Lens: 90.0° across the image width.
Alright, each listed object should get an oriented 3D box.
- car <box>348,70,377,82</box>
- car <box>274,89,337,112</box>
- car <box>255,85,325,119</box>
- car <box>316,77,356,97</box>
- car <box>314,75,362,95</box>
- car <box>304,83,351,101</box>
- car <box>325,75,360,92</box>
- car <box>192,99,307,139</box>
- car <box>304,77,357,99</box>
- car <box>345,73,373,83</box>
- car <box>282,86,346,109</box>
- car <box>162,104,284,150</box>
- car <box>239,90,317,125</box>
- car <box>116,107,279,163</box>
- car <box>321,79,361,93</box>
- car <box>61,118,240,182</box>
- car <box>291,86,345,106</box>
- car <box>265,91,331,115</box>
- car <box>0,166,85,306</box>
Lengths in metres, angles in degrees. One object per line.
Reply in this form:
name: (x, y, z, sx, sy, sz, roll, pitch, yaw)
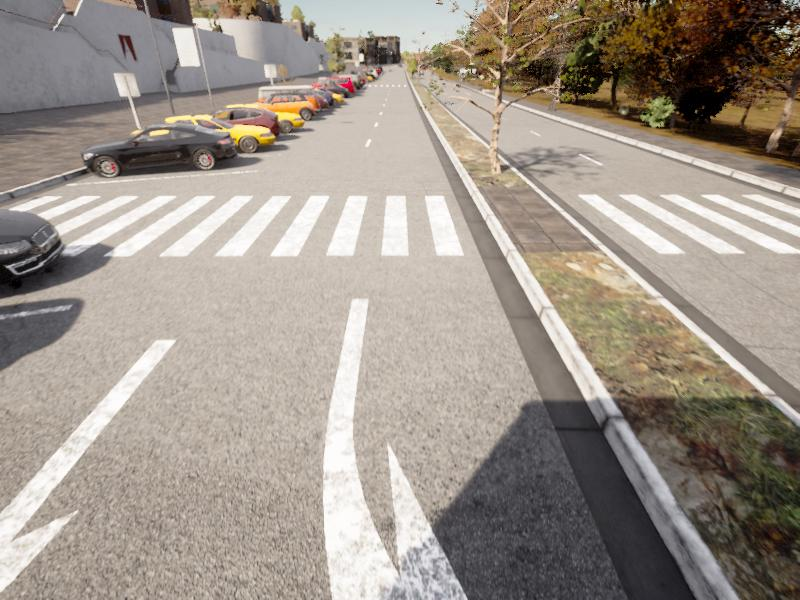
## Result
car: (-8.040, -47.928, 85.567, 5.566, 2.045, 2.435, -11, 32, -17)
car: (-8.092, -17.119, 34.224, 4.792, 1.488, 2.163, -11, 32, -17)
car: (-7.961, -14.373, 28.991, 4.442, 1.987, 1.878, -11, 31, -17)
car: (-7.959, -26.470, 49.568, 4.442, 1.987, 1.878, -11, 32, -17)
car: (-8.043, -28.001, 52.094, 5.566, 2.045, 2.435, -11, 32, -17)
car: (-8.061, -23.172, 44.532, 4.674, 1.452, 2.002, -11, 32, -17)
car: (-8.176, -30.998, 57.186, 4.442, 1.987, 1.878, -11, 33, -17)
car: (-7.892, -9.716, 21.360, 5.366, 1.575, 1.946, -11, 31, -17)
car: (-8.094, -24.936, 46.940, 5.566, 2.045, 2.435, -11, 32, -17)
car: (-8.235, -44.588, 80.466, 5.366, 1.575, 1.946, -11, 33, -17)
car: (-7.893, -18.701, 36.854, 5.366, 1.575, 1.946, -11, 32, -17)
car: (-8.092, -8.159, 18.723, 4.792, 1.488, 2.163, -11, 32, -17)
car: (-8.038, -12.771, 26.420, 4.553, 1.767, 2.185, -11, 32, -17)
car: (-7.893, -6.743, 16.187, 5.366, 1.575, 1.946, -11, 31, -17)
car: (-8.058, -29.301, 54.775, 4.892, 1.521, 2.231, -11, 33, -17)
car: (-8.062, -5.180, 13.569, 4.674, 1.452, 2.002, -11, 32, -17)
car: (-8.038, -20.153, 39.397, 4.792, 1.488, 2.163, -11, 32, -17)
car: (-8.060, -15.616, 31.660, 4.674, 1.452, 2.002, -11, 32, -17)
car: (-8.077, -0.737, 5.811, 4.892, 1.521, 2.231, -11, 31, -17)
